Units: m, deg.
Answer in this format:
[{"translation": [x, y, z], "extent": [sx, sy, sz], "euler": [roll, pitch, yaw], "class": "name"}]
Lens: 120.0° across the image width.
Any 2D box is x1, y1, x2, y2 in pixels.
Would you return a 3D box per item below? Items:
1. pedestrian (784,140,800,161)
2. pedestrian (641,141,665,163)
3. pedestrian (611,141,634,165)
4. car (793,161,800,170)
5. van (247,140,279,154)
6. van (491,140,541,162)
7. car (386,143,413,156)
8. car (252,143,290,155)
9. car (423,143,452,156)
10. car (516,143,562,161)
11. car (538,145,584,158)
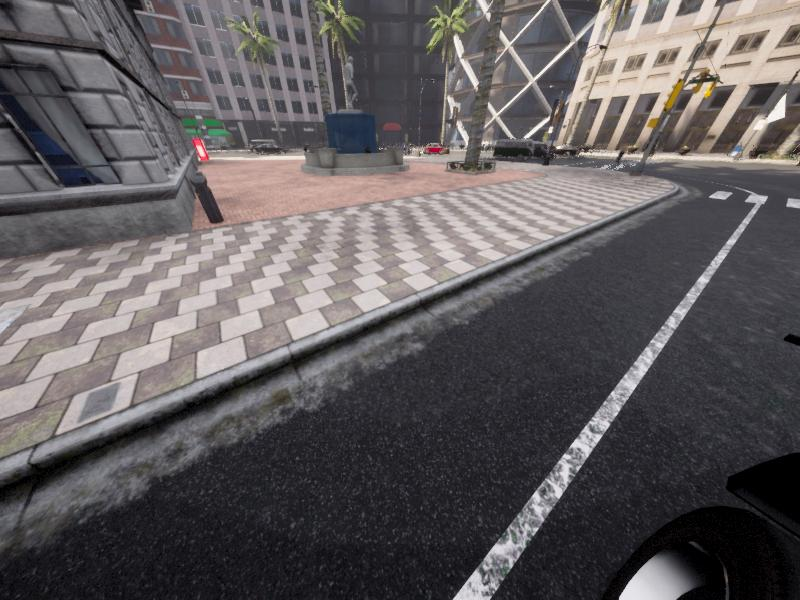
[{"translation": [39.971, -15.053, 23.087], "extent": [0.751, 1.860, 0.751], "euler": [-29, 44, -34], "class": "pedestrian"}, {"translation": [25.827, -15.183, 23.634], "extent": [0.751, 1.860, 0.751], "euler": [-19, 39, -24], "class": "pedestrian"}, {"translation": [20.721, -13.695, 21.556], "extent": [0.751, 1.860, 0.751], "euler": [-25, 42, -31], "class": "pedestrian"}, {"translation": [34.001, -10.542, 17.454], "extent": [1.994, 1.385, 4.181], "euler": [-22, 40, -28], "class": "car"}, {"translation": [-24.329, -27.330, 41.160], "extent": [4.442, 1.987, 1.775], "euler": [-18, 39, -23], "class": "van"}, {"translation": [13.129, -17.096, 26.369], "extent": [1.775, 1.987, 4.442], "euler": [-26, 43, -32], "class": "van"}, {"translation": [-0.062, -22.399, 34.387], "extent": [3.633, 1.501, 1.845], "euler": [10, 36, 15], "class": "car"}, {"translation": [-20.977, -24.668, 37.769], "extent": [4.902, 1.511, 2.128], "euler": [-9, 36, -12], "class": "car"}, {"translation": [5.762, -23.051, 35.319], "extent": [3.806, 1.475, 1.970], "euler": [16, 38, 22], "class": "car"}, {"translation": [16.489, -17.752, 27.607], "extent": [1.851, 1.617, 3.988], "euler": [-25, 42, -31], "class": "car"}, {"translation": [21.821, -20.351, 31.531], "extent": [1.895, 1.301, 4.718], "euler": [-25, 42, -31], "class": "car"}]
